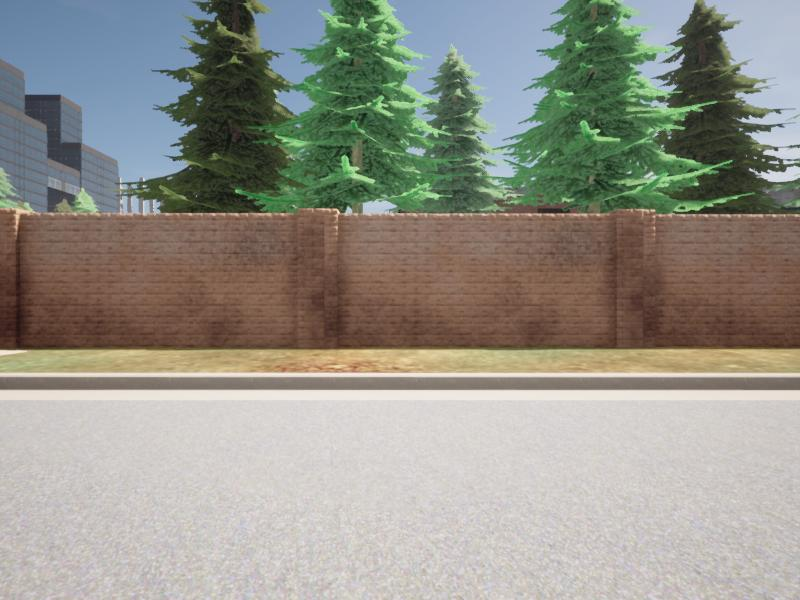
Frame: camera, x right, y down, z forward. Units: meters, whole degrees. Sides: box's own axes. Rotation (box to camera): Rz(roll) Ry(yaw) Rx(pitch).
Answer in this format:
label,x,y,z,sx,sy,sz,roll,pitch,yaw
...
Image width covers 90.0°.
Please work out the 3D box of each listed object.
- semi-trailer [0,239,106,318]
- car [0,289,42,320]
label,x,y,z,sx,sy,sz,roll,pitch,yaw
semi-trailer,-23.843,-1.218,23.534,2.717,4.402,14.254,0,0,0
car,-20.329,0.227,19.843,1.845,1.501,3.633,0,0,0
